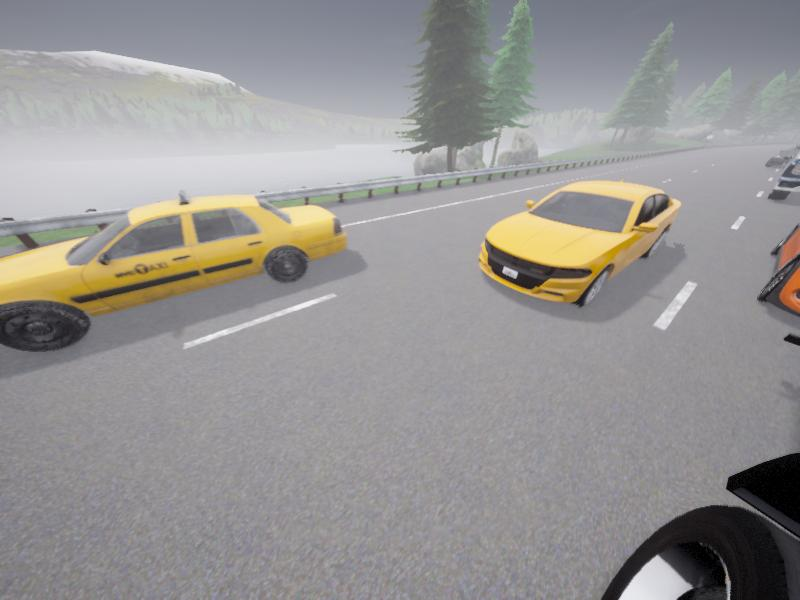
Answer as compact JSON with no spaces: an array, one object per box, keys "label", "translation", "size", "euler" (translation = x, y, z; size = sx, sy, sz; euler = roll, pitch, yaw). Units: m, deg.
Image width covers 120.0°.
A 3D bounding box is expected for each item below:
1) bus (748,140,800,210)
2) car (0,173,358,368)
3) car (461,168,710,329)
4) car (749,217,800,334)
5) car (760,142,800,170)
[{"label":"bus","translation":[19.295,-6.432,9.097],"size":[10.273,4.253,3.944],"euler":[-23,41,-27]},{"label":"car","translation":[-3.630,-0.949,3.910],"size":[5.366,1.575,1.801],"euler":[-22,41,-28]},{"label":"car","translation":[3.782,-1.502,4.650],"size":[5.008,1.535,1.882],"euler":[-22,41,-28]},{"label":"car","translation":[7.671,-0.733,3.299],"size":[4.553,1.767,2.097],"euler":[-22,41,-28]},{"label":"car","translation":[32.023,-11.444,18.298],"size":[4.611,1.667,2.242],"euler":[-14,37,-18]}]
